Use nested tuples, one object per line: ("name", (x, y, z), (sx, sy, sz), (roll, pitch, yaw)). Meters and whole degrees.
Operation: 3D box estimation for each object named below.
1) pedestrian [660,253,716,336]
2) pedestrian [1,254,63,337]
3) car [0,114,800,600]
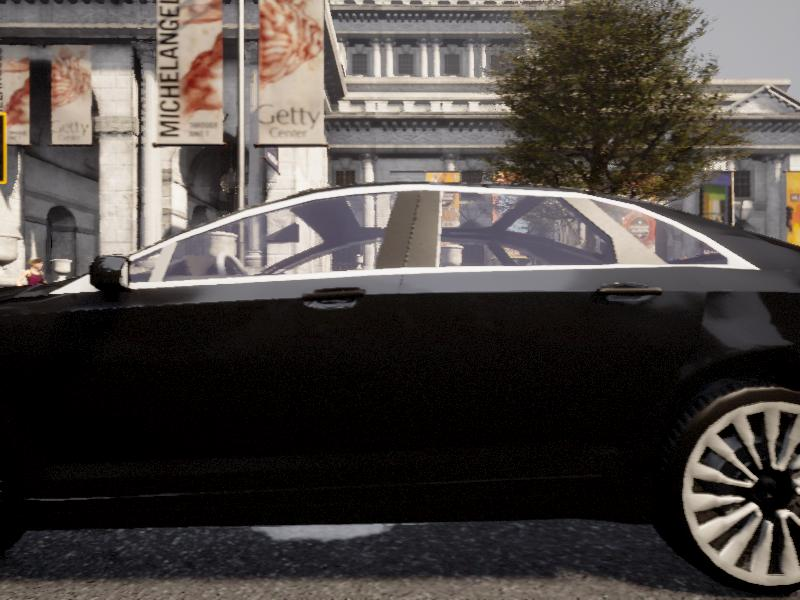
("pedestrian", (6.748, -0.125, 9.407), (0.751, 1.860, 0.751), (0, 0, -8))
("pedestrian", (-8.538, -0.103, 9.318), (0.751, 1.860, 0.751), (0, 0, -6))
("car", (-0.187, 0.234, 2.196), (4.902, 1.511, 2.128), (0, 0, 0))
